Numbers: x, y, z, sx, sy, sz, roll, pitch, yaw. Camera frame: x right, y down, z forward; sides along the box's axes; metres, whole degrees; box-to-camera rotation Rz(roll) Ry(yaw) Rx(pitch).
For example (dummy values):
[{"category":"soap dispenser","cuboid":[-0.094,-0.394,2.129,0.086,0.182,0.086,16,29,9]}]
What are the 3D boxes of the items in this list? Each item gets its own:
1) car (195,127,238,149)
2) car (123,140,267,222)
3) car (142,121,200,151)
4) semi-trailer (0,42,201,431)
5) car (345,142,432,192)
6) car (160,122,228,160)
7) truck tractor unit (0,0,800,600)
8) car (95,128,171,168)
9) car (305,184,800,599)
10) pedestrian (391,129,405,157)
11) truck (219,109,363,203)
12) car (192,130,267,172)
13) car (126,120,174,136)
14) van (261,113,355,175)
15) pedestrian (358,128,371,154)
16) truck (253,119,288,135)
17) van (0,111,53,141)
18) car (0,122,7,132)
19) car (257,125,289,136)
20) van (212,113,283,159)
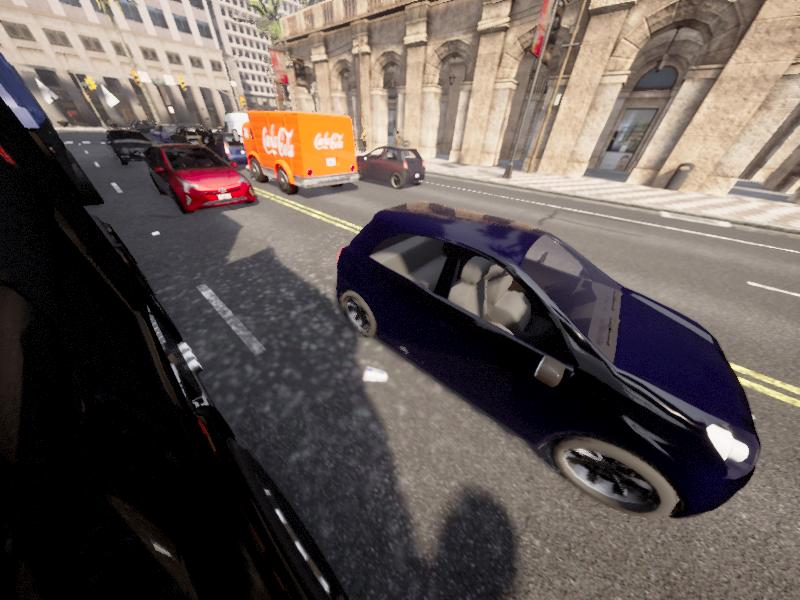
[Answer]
[{"category":"car","cuboid":[-17.387,-15.402,21.878,3.633,1.501,1.845,29,44,30]},{"category":"car","cuboid":[-6.555,-4.037,7.358,4.514,1.525,2.007,29,44,30]},{"category":"car","cuboid":[-19.001,-13.629,19.178,4.553,1.767,2.097,29,44,30]},{"category":"semi-trailer","cuboid":[-8.687,-3.613,4.238,14.254,4.402,2.717,28,44,30]},{"category":"car","cuboid":[-0.618,-6.335,10.816,3.633,1.501,1.845,28,44,30]},{"category":"car","cuboid":[-14.384,-11.181,16.127,4.605,1.855,1.932,28,44,30]},{"category":"truck tractor unit","cuboid":[-2.645,-0.295,0.351,6.516,4.208,3.053,28,44,30]},{"category":"car","cuboid":[-15.190,-8.719,13.103,4.892,1.490,1.837,28,44,31]},{"category":"car","cuboid":[1.020,0.026,2.401,3.633,1.501,1.845,28,44,30]},{"category":"pedestrian","cuboid":[-0.167,-12.995,19.192,0.751,1.860,0.751,25,42,27]},{"category":"truck","cuboid":[-4.309,-5.962,9.293,5.204,2.467,2.627,28,44,30]},{"category":"car","cuboid":[-9.623,-8.489,13.056,3.988,1.617,1.851,28,44,30]},{"category":"car","cuboid":[-34.246,-23.654,31.777,1.851,1.617,3.988,29,44,30]},{"category":"van","cuboid":[-5.532,-9.409,13.772,5.915,2.561,1.988,28,44,30]},{"category":"pedestrian","cuboid":[-3.136,-14.095,20.472,0.751,1.860,0.751,-28,47,-35]},{"category":"truck","cuboid":[-26.557,-35.536,47.462,2.627,2.467,5.204,29,44,30]},{"category":"van","cuboid":[-34.227,-15.145,20.069,4.442,1.987,1.775,4,36,2]},{"category":"car","cuboid":[-49.458,-19.874,25.917,2.033,1.411,5.357,29,44,30]},{"category":"car","cuboid":[-24.811,-33.102,45.143,2.163,1.488,4.792,29,44,30]},{"category":"van","cuboid":[-11.906,-12.866,17.992,5.915,2.561,1.988,29,44,30]}]
